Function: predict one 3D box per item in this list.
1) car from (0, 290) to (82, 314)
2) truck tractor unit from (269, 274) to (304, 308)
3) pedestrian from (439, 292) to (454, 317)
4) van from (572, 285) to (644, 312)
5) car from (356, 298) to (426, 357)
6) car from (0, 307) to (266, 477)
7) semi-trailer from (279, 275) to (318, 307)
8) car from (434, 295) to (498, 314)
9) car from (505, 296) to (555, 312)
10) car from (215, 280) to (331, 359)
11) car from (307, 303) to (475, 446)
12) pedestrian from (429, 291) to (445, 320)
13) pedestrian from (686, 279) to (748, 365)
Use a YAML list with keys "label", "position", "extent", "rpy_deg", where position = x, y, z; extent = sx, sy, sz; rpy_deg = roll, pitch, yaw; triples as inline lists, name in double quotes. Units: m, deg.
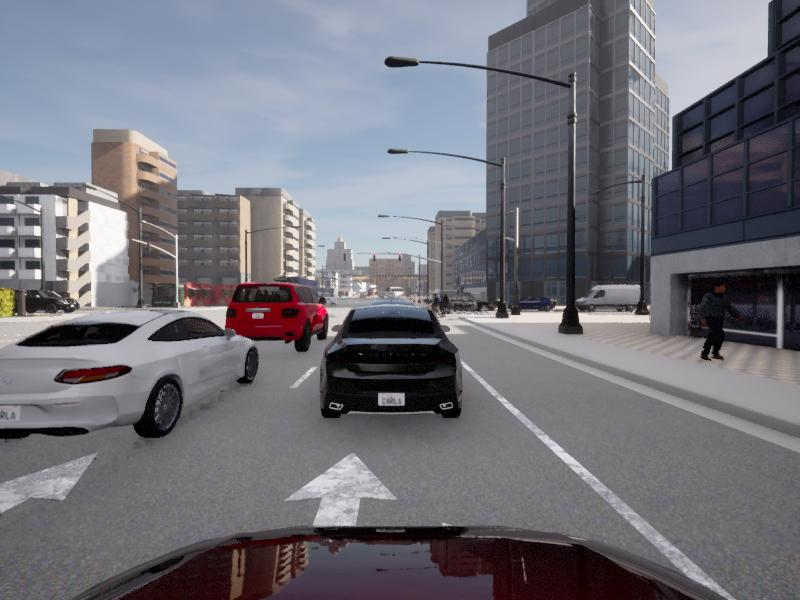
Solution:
- label: "car"
  position: [-30.852, 0.145, 34.241]
  extent: [5.566, 2.045, 2.150]
  rpy_deg: [0, 1, -1]
- label: "truck tractor unit"
  position: [-15.212, -1.151, 54.060]
  extent: [3.053, 4.208, 6.516]
  rpy_deg: [0, 0, -1]
- label: "pedestrian"
  position: [3.470, 0.308, 29.861]
  extent: [0.751, 1.860, 0.751]
  rpy_deg: [-1, 1, -40]
- label: "van"
  position: [19.906, -0.155, 38.479]
  extent: [5.915, 2.561, 1.988]
  rpy_deg: [0, 1, -1]
- label: "car"
  position: [-0.289, 0.737, 13.310]
  extent: [1.882, 1.535, 5.008]
  rpy_deg: [0, 1, -1]
- label: "car"
  position: [-3.631, 0.862, 5.910]
  extent: [1.812, 1.442, 4.674]
  rpy_deg: [0, 0, -1]
- label: "semi-trailer"
  position: [-15.400, -1.291, 61.971]
  extent: [2.717, 4.402, 14.254]
  rpy_deg: [0, 0, -1]
- label: "car"
  position: [5.685, 0.358, 34.899]
  extent: [5.238, 1.638, 1.930]
  rpy_deg: [0, 1, 1]
- label: "car"
  position: [12.427, 0.376, 38.379]
  extent: [4.193, 1.474, 1.816]
  rpy_deg: [0, 1, -1]
- label: "car"
  position: [-3.796, 0.479, 13.206]
  extent: [2.150, 2.045, 5.566]
  rpy_deg: [0, 1, -1]
- label: "car"
  position: [-0.149, 0.835, 6.827]
  extent: [1.837, 1.490, 4.892]
  rpy_deg: [0, 0, -1]
- label: "pedestrian"
  position: [2.461, 0.361, 26.858]
  extent: [0.751, 1.860, 0.751]
  rpy_deg: [-1, 1, -36]
- label: "pedestrian"
  position: [7.091, 0.468, 8.985]
  extent: [0.751, 1.860, 0.751]
  rpy_deg: [0, 1, -7]
